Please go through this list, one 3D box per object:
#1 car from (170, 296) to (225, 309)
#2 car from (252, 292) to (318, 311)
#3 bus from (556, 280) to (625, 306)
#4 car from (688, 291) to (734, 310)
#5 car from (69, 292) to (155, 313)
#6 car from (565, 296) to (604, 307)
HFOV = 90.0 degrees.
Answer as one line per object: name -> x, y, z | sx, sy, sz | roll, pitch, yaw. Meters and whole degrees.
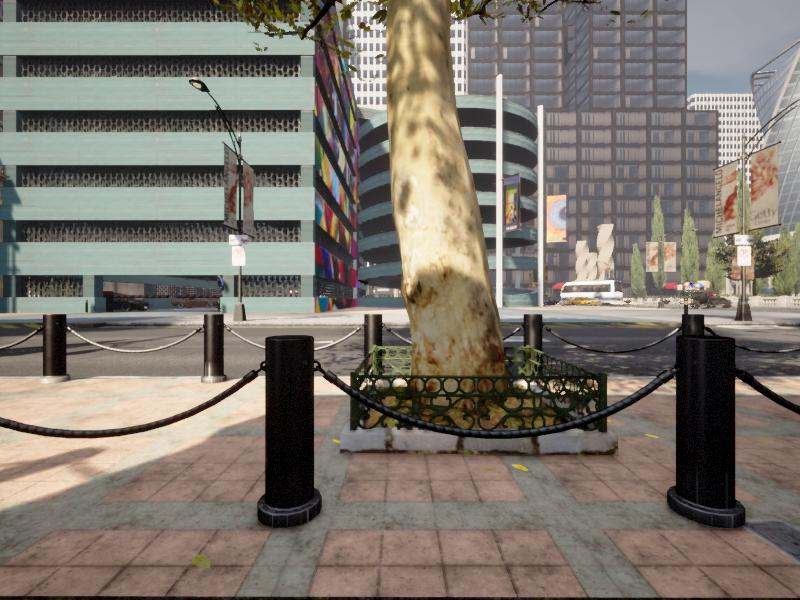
car -> -20.752, 0.207, 41.191 | 4.718, 1.301, 1.895 | 0, 0, 0
car -> -9.593, 0.117, 33.684 | 4.902, 1.511, 2.128 | 0, 0, 0
bus -> 33.479, -1.139, 70.810 | 3.944, 4.253, 10.273 | 0, 0, -35
car -> 33.487, 0.046, 43.247 | 1.905, 1.878, 3.866 | 0, 0, -1
car -> -21.193, 0.157, 29.591 | 4.786, 1.482, 2.161 | 0, 0, 0
car -> 27.437, 0.201, 59.707 | 1.801, 1.575, 5.366 | 0, 0, -23
